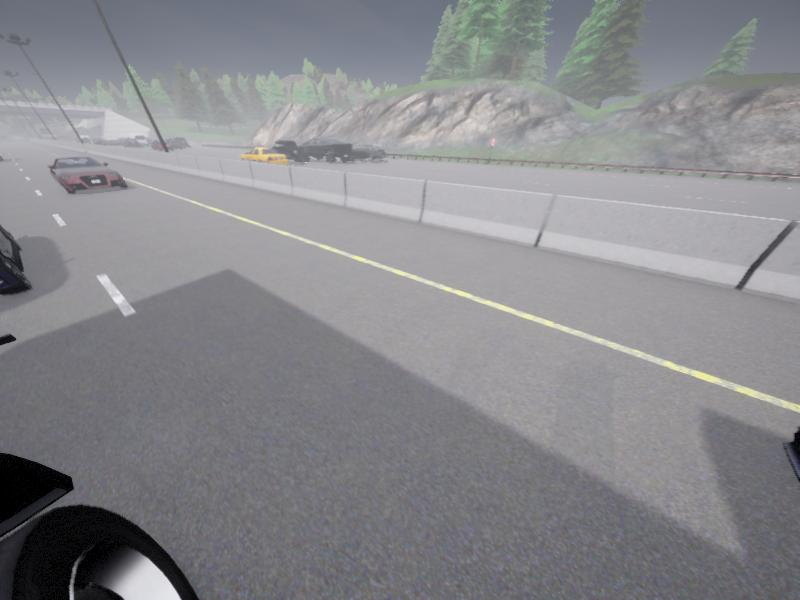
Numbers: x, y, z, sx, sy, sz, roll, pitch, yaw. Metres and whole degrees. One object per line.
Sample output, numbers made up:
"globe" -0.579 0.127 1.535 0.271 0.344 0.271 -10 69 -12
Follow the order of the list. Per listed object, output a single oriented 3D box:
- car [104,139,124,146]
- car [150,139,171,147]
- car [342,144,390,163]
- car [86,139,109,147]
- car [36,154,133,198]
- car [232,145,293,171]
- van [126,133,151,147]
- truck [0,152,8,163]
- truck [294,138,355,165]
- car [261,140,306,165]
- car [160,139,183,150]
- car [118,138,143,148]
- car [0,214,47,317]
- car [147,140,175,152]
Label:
"car" -68.822 -37.903 55.639 4.181 1.385 1.994 22 41 28
"car" -59.072 -38.896 57.041 4.902 1.511 2.128 22 41 28
"car" -3.757 -16.268 25.585 4.902 1.511 2.128 22 41 28
"car" -66.736 -34.645 50.919 4.974 1.542 2.038 22 41 28
"car" -15.518 -6.229 11.372 4.181 1.385 1.994 22 41 28
"car" -11.747 -12.170 19.637 5.366 1.575 1.801 22 41 28
"van" -62.753 -38.375 55.342 5.915 2.561 1.988 22 41 28
"truck" -40.370 -14.382 21.701 5.204 2.467 2.627 22 41 28
"truck" -7.929 -15.749 24.299 6.274 2.098 2.390 22 41 28
"car" -11.554 -14.683 22.931 3.866 1.878 1.905 22 41 28
"car" -45.043 -30.732 45.547 3.988 1.617 1.851 22 41 28
"car" -56.904 -33.194 48.744 4.553 1.767 2.097 22 41 28
"car" -8.354 -0.948 3.746 4.856 1.649 2.033 22 41 28
"car" -41.349 -26.721 39.976 4.514 1.525 2.007 22 41 28
